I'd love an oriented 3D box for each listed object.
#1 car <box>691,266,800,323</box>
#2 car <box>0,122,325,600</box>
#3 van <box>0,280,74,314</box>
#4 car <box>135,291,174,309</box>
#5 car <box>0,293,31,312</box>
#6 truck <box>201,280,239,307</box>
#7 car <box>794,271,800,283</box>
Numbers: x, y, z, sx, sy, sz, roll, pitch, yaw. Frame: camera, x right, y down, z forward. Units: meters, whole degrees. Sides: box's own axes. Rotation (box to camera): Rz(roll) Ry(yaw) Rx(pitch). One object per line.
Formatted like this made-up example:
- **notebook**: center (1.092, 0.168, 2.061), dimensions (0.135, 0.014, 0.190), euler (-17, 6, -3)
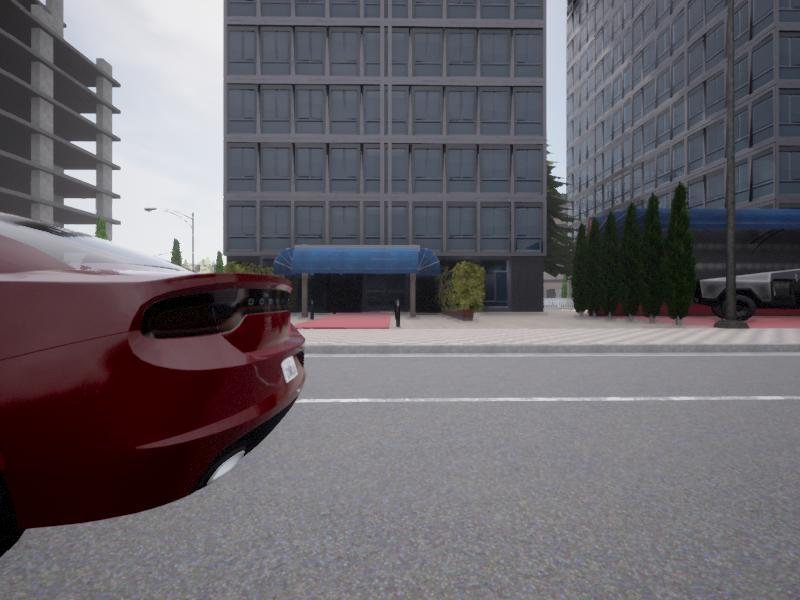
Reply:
- **car**: center (15.472, -0.198, 15.717), dimensions (6.274, 2.098, 2.390), euler (0, 0, 29)
- **car**: center (-3.069, 0.223, 2.122), dimensions (5.008, 1.535, 1.882), euler (0, 0, -1)
- **van**: center (-29.976, -0.222, 32.179), dimensions (2.351, 2.431, 6.366), euler (0, 0, -1)
- **car**: center (-26.687, 0.046, 43.597), dimensions (1.905, 1.878, 3.866), euler (0, 0, -1)
- **car**: center (-33.484, 0.201, 32.650), dimensions (1.801, 1.575, 5.366), euler (0, 0, -1)
- **truck**: center (-27.438, -0.923, 61.415), dimensions (2.891, 3.827, 8.468), euler (0, 0, -6)
- **car**: center (16.540, -0.940, 16.112), dimensions (0.945, 0.468, 0.156), euler (0, 0, 29)
